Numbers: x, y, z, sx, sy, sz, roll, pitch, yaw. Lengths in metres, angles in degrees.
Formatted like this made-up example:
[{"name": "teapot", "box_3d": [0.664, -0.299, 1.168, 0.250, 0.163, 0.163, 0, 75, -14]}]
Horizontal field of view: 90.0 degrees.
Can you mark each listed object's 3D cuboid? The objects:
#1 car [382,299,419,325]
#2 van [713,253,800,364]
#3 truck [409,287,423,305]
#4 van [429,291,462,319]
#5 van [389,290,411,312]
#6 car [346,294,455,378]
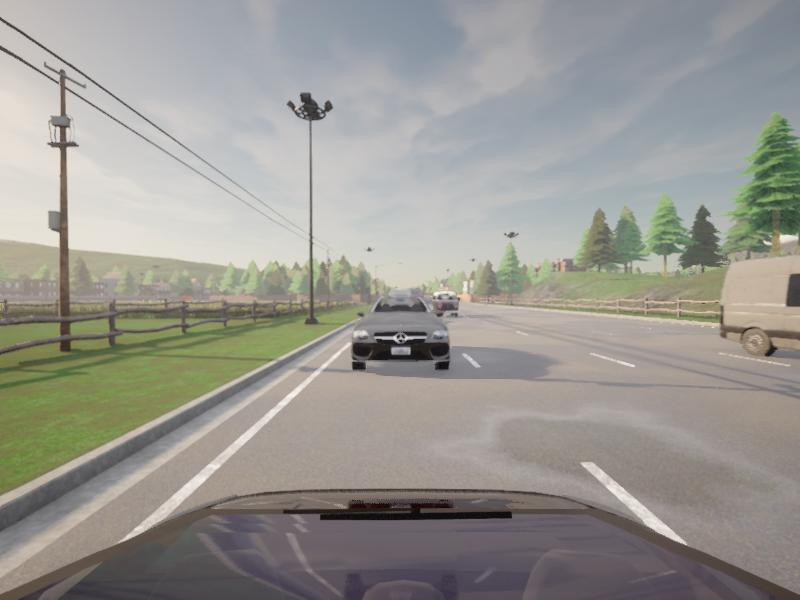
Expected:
[{"name": "car", "box_3d": [0.027, 0.669, 25.525, 2.163, 1.488, 4.792, 0, 0, 0]}, {"name": "van", "box_3d": [10.299, 0.207, 8.729, 1.988, 2.561, 5.915, 0, 0, -4]}, {"name": "truck", "box_3d": [3.578, -0.945, 93.030, 2.891, 3.827, 8.468, 0, 0, 0]}, {"name": "van", "box_3d": [3.525, 0.337, 31.633, 2.069, 2.038, 4.480, 0, 0, 0]}, {"name": "van", "box_3d": [0.043, 0.064, 46.532, 2.351, 2.431, 6.366, 0, 0, 0]}, {"name": "car", "box_3d": [0.016, 0.692, 10.441, 2.152, 1.651, 5.027, 0, 1, 0]}]
